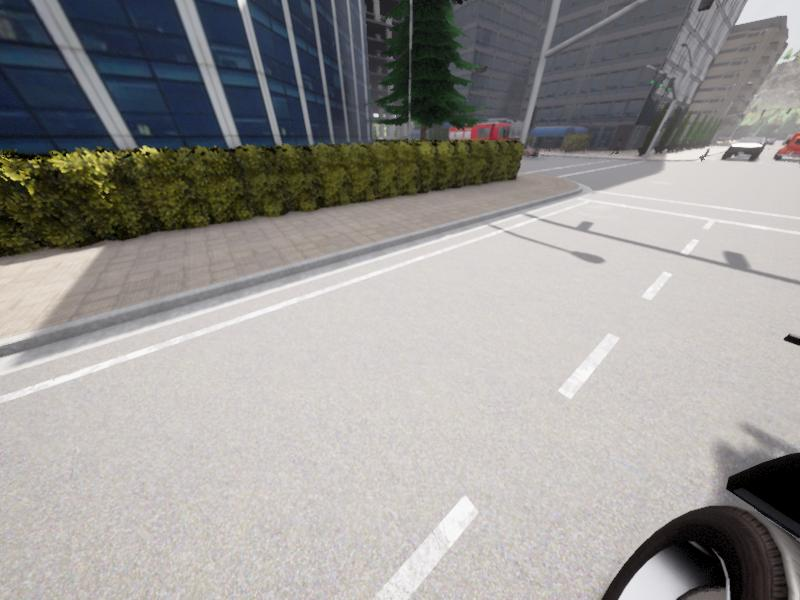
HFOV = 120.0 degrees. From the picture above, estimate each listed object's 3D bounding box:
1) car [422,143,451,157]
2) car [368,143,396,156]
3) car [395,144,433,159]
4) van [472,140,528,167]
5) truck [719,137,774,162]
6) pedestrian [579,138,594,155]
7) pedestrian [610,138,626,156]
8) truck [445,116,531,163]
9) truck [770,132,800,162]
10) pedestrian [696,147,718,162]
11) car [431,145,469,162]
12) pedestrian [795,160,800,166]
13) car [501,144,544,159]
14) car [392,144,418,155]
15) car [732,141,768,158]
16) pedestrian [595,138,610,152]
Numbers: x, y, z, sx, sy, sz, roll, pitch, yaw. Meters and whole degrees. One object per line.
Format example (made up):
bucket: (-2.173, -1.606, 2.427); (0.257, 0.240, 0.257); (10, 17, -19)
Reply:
car: (4.943, -20.821, 32.066); (1.845, 1.501, 3.633); (-24, 41, -29)
car: (-2.855, -23.416, 35.796); (1.882, 1.535, 5.008); (-23, 41, -29)
car: (1.782, -19.820, 30.788); (2.033, 1.411, 5.357); (-24, 41, -29)
van: (9.450, -14.216, 22.272); (1.775, 1.987, 4.442); (-24, 41, -29)
truck: (38.924, -17.025, 25.943); (6.274, 2.098, 2.390); (-23, 41, -29)
pedestrian: (25.241, -20.825, 31.331); (0.751, 1.860, 0.751); (-23, 41, -28)
pedestrian: (26.891, -18.848, 28.516); (0.751, 1.860, 0.751); (25, 42, 31)
truck: (9.483, -18.288, 26.450); (2.891, 3.827, 8.468); (-24, 41, -29)
truck: (43.374, -16.567, 24.938); (5.204, 2.467, 2.627); (-23, 41, -29)
pedestrian: (31.372, -14.888, 23.618); (0.751, 1.300, 0.751); (-24, 42, -30)
car: (5.666, -16.895, 26.540); (1.970, 1.475, 3.806); (-23, 41, -29)
pedestrian: (35.364, -12.478, 19.686); (0.751, 1.860, 0.751); (-15, 38, -20)
car: (15.740, -19.233, 29.876); (1.994, 1.385, 4.181); (-24, 41, -29)
car: (0.761, -23.938, 36.657); (1.994, 1.385, 4.181); (-24, 42, -30)
car: (45.265, -19.488, 29.837); (5.366, 1.575, 1.801); (-23, 41, -29)
pedestrian: (31.582, -24.185, 36.034); (0.751, 1.860, 0.751); (-5, 35, -7)
